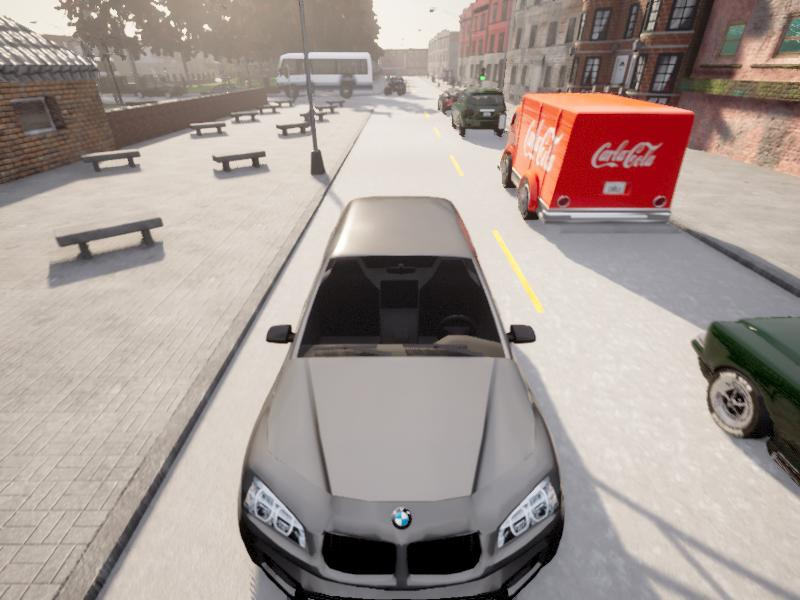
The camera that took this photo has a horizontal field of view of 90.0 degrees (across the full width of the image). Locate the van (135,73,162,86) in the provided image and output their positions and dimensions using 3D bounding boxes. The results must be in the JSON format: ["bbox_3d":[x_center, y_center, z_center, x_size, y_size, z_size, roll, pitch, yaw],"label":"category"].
[{"bbox_3d":[-45.365,-39.928,72.302,1.775,1.987,4.442,0,30,-1],"label":"van"}]

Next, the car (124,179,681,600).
[{"bbox_3d":[0.008,0.191,4.021,2.242,1.667,4.611,0,30,0],"label":"car"}]

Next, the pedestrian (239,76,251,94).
[{"bbox_3d":[-18.642,-25.863,48.131,0.751,1.860,0.751,0,30,0],"label":"pedestrian"}]

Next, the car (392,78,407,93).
[{"bbox_3d":[-0.100,-28.761,53.563,1.930,1.638,5.238,0,30,0],"label":"car"}]

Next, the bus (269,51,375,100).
[{"bbox_3d":[-8.051,-23.721,42.357,10.273,4.253,3.944,-5,31,-9],"label":"bus"}]

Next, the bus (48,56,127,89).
[{"bbox_3d":[-49.289,-36.272,63.816,3.944,4.253,10.273,0,30,0],"label":"bus"}]

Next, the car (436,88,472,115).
[{"bbox_3d":[3.965,-14.969,30.091,2.007,1.525,4.514,0,30,0],"label":"car"}]

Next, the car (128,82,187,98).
[{"bbox_3d":[-26.440,-22.943,43.709,5.008,1.535,1.882,0,30,0],"label":"car"}]

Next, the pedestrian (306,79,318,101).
[{"bbox_3d":[-8.433,-20.132,38.315,0.751,1.860,0.751,3,30,4],"label":"pedestrian"}]

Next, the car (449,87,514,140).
[{"bbox_3d":[3.989,-9.783,20.700,2.150,2.045,5.566,0,30,0],"label":"car"}]

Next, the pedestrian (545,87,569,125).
[{"bbox_3d":[8.925,-11.042,22.791,0.751,1.860,0.751,1,30,2],"label":"pedestrian"}]

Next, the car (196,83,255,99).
[{"bbox_3d":[-19.014,-22.853,43.701,5.357,1.411,2.033,0,30,1],"label":"car"}]

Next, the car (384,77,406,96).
[{"bbox_3d":[-0.551,-25.643,47.982,1.905,1.878,3.866,5,31,9],"label":"car"}]

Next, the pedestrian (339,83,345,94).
[{"bbox_3d":[-7.006,-25.550,48.354,0.500,1.100,0.500,0,30,0],"label":"pedestrian"}]

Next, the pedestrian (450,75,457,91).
[{"bbox_3d":[7.341,-29.895,55.032,0.751,1.860,0.751,5,31,9],"label":"pedestrian"}]

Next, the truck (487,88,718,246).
[{"bbox_3d":[4.002,-3.488,9.548,2.627,2.467,5.204,0,31,0],"label":"truck"}]

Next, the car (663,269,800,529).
[{"bbox_3d":[3.990,1.450,2.241,1.895,1.301,4.718,0,30,0],"label":"car"}]
